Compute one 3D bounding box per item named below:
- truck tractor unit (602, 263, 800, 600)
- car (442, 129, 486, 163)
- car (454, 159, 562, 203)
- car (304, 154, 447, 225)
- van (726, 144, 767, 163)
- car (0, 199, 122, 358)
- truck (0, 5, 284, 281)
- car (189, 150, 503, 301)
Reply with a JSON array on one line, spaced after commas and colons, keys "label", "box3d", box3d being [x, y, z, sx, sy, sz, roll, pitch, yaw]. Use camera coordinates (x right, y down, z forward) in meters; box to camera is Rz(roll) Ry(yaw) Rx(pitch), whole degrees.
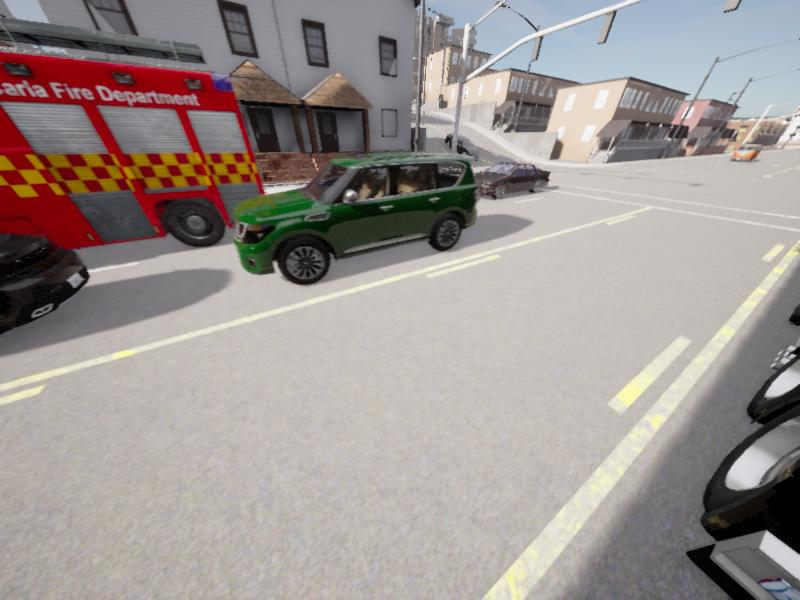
[{"label": "truck tractor unit", "box3d": [5.112, -0.296, 0.792, 6.516, 4.208, 3.053, -18, 39, -24]}, {"label": "car", "box3d": [7.308, -17.957, 26.868, 1.882, 1.535, 5.008, -19, 58, -25]}, {"label": "car", "box3d": [5.536, -6.207, 11.775, 5.357, 1.411, 2.033, -20, 40, -26]}, {"label": "car", "box3d": [-0.801, -4.301, 8.618, 4.553, 1.767, 2.097, -18, 39, -24]}, {"label": "van", "box3d": [46.701, -19.776, 31.156, 4.442, 1.987, 1.775, -18, 39, -24]}, {"label": "car", "box3d": [-7.066, 0.159, 2.409, 4.892, 1.490, 1.837, -18, 39, -24]}, {"label": "truck", "box3d": [-7.682, -2.904, 4.769, 8.468, 3.827, 2.891, -18, 39, -24]}, {"label": "car", "box3d": [-0.681, -2.138, 5.288, 5.566, 2.045, 2.150, -18, 39, -24]}]
